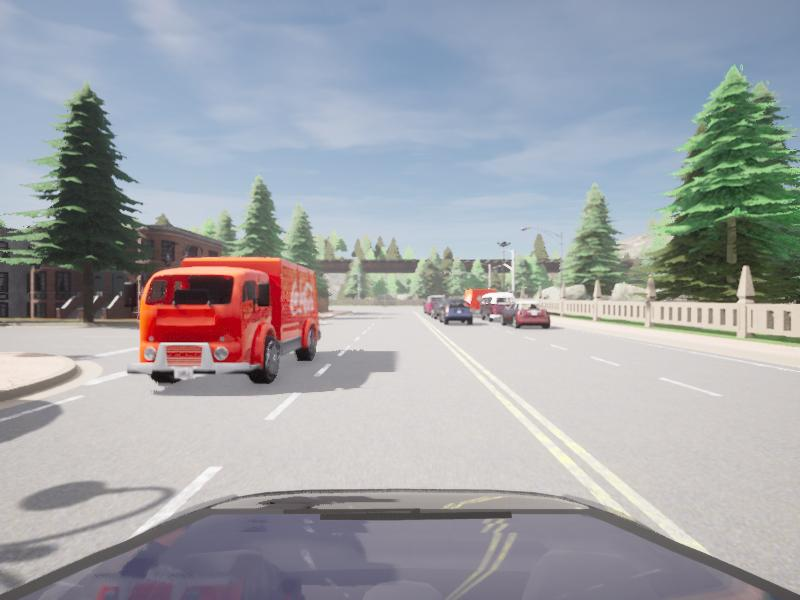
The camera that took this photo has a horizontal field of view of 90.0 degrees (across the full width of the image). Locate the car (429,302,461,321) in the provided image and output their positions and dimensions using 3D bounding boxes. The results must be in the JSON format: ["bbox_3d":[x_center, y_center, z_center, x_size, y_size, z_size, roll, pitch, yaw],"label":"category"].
[{"bbox_3d":[3.569,0.848,32.607,2.033,1.411,5.357,0,0,0],"label":"car"}]

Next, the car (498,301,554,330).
[{"bbox_3d":[7.048,0.820,22.830,1.970,1.475,3.806,0,0,0],"label":"car"}]

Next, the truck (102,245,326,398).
[{"bbox_3d":[-3.483,0.342,9.042,2.627,2.467,5.204,0,0,0],"label":"truck"}]

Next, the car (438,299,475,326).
[{"bbox_3d":[3.555,0.751,25.848,1.851,1.617,3.988,0,0,0],"label":"car"}]

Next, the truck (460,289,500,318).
[{"bbox_3d":[7.077,0.305,36.018,2.627,2.467,5.204,0,0,0],"label":"truck"}]

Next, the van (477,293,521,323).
[{"bbox_3d":[7.060,0.530,29.079,2.069,2.038,4.480,0,0,0],"label":"van"}]

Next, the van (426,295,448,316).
[{"bbox_3d":[3.581,0.542,39.710,1.775,1.987,4.442,0,0,0],"label":"van"}]
